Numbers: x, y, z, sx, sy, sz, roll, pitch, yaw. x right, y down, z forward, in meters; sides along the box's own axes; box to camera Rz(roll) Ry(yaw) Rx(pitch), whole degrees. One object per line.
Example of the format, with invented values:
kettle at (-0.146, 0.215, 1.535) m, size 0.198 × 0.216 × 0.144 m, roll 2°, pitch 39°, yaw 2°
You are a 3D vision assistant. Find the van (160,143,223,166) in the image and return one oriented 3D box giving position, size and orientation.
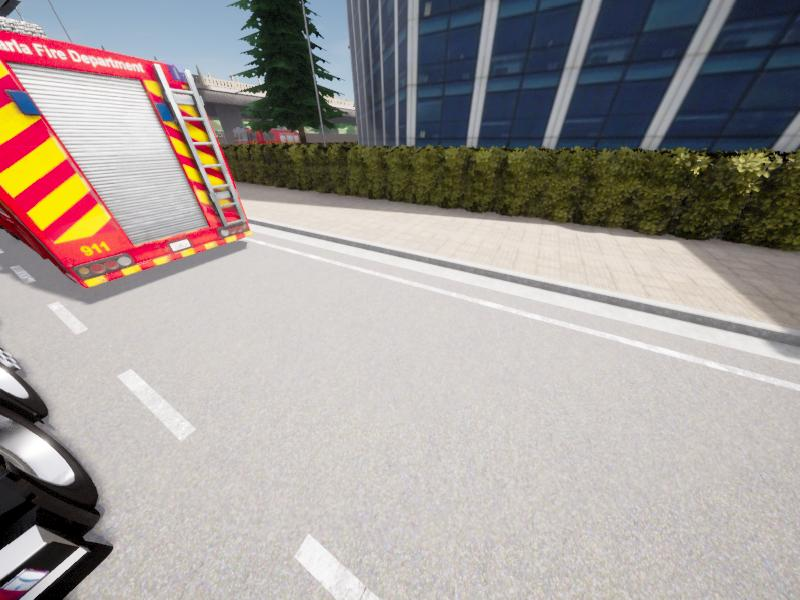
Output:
van at (-22.969, -16.264, 25.684) m, size 1.775 × 1.987 × 4.442 m, roll 17°, pitch 38°, yaw 23°

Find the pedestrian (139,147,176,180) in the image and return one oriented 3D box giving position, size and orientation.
pedestrian at (-16.270, -9.188, 15.544) m, size 0.751 × 1.860 × 0.751 m, roll 10°, pitch 36°, yaw 15°

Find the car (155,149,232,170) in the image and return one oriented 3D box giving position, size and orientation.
car at (-20.620, -14.311, 23.381) m, size 2.033 × 1.411 × 5.357 m, roll 17°, pitch 38°, yaw 23°

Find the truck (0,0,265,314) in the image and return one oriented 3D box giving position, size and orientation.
truck at (-7.824, -3.227, 5.344) m, size 8.468 × 3.827 × 2.891 m, roll 17°, pitch 38°, yaw 23°

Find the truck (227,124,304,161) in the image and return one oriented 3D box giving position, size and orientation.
truck at (-18.209, -22.056, 32.355) m, size 2.891 × 3.827 × 8.468 m, roll 17°, pitch 38°, yaw 23°

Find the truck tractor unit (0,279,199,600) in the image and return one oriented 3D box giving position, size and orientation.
truck tractor unit at (-5.137, -0.274, 0.741) m, size 6.516 × 4.208 × 3.053 m, roll 17°, pitch 39°, yaw 23°

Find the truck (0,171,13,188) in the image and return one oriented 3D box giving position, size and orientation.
truck at (-24.031, -5.824, 10.621) m, size 2.390 × 2.098 × 6.274 m, roll -5°, pitch 35°, yaw -6°
